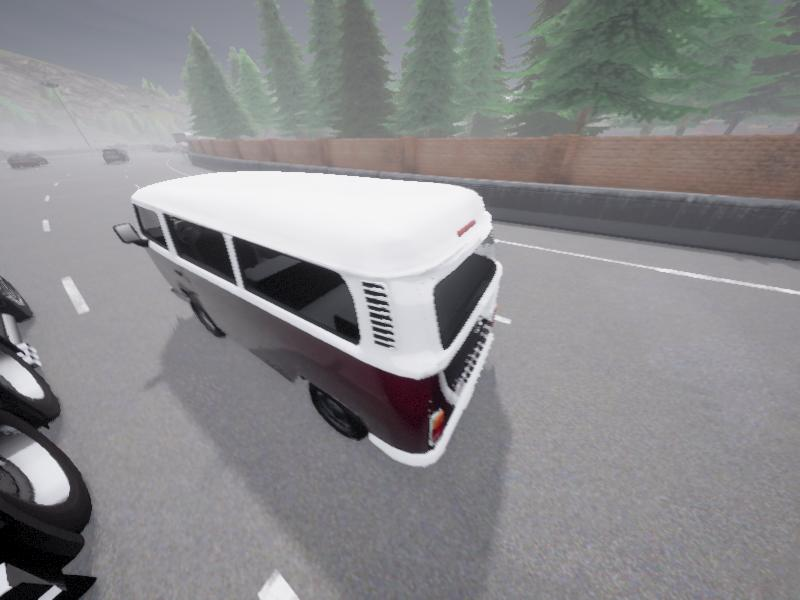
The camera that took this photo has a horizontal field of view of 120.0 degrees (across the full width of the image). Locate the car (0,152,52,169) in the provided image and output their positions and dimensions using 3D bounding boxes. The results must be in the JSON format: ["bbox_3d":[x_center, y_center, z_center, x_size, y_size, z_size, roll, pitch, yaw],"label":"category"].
[{"bbox_3d":[-42.632,-16.051,26.450,1.994,1.385,4.181,-26,42,-32],"label":"car"}]

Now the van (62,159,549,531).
[{"bbox_3d":[-1.202,-0.357,2.789,4.480,2.038,2.069,20,40,27],"label":"van"}]

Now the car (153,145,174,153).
[{"bbox_3d":[-63.304,-40.590,61.951,2.033,1.649,4.856,-12,36,-16],"label":"car"}]

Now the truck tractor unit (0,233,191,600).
[{"bbox_3d":[-5.064,-0.341,0.865,6.516,4.208,3.053,20,40,27],"label":"truck tractor unit"}]

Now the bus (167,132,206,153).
[{"bbox_3d":[-55.926,-41.598,61.052,3.944,4.253,10.273,-13,37,-18],"label":"bus"}]

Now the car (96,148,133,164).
[{"bbox_3d":[-38.777,-19.708,31.492,2.033,1.649,4.856,-24,41,-30],"label":"car"}]
